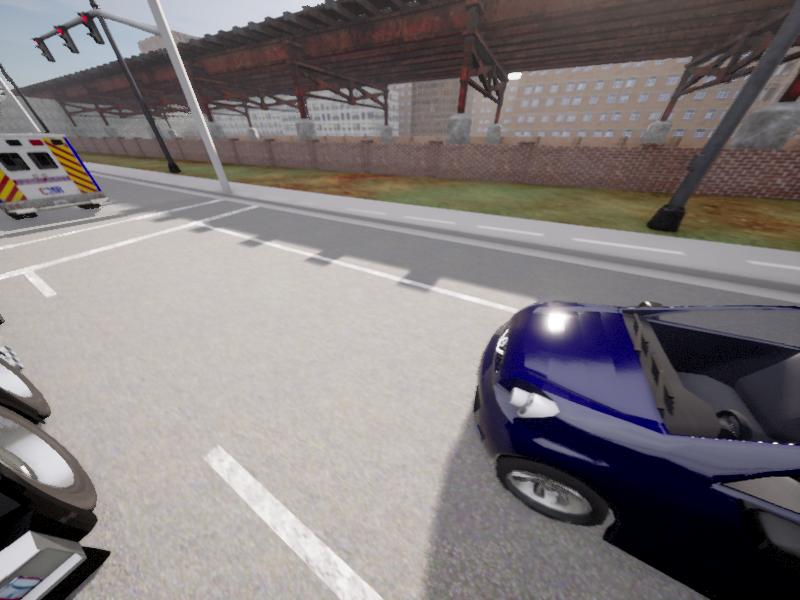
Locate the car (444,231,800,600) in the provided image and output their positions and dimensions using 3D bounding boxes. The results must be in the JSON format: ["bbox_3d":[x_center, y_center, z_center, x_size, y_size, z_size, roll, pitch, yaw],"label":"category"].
[{"bbox_3d":[2.390,0.861,1.407,3.633,1.501,1.845,17,38,24],"label":"car"}]

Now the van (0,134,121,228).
[{"bbox_3d":[-14.239,-4.758,8.724,6.366,2.431,2.351,18,39,23],"label":"van"}]

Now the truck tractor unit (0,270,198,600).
[{"bbox_3d":[-5.128,-0.282,0.765,6.516,4.208,3.053,18,39,24],"label":"truck tractor unit"}]
